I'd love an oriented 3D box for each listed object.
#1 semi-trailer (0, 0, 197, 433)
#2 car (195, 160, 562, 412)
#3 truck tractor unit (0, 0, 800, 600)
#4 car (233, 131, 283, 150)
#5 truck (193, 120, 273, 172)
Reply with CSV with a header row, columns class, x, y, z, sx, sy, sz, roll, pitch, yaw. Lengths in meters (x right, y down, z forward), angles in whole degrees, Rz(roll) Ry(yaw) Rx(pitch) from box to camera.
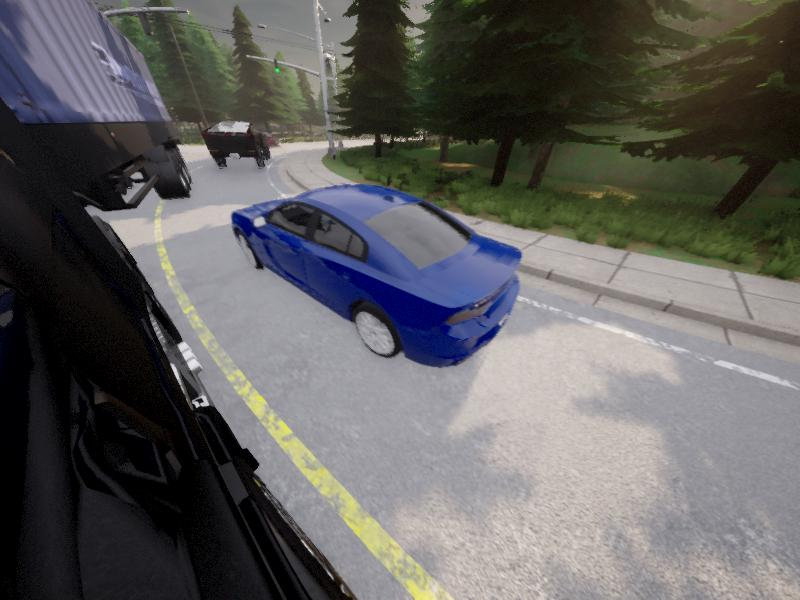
class,x,y,z,sx,sy,sz,roll,pitch,yaw
semi-trailer,-7.450,-4.238,5.157,2.717,4.402,14.254,-21,43,-27
car,-0.801,-0.949,3.584,5.008,1.535,1.882,27,43,29
truck tractor unit,-2.645,-0.295,0.352,6.516,4.208,3.053,28,44,30
car,-13.910,-15.951,23.015,1.994,1.385,4.181,6,37,5
truck,-9.569,-9.489,14.010,2.390,2.098,6.274,-11,39,-17
